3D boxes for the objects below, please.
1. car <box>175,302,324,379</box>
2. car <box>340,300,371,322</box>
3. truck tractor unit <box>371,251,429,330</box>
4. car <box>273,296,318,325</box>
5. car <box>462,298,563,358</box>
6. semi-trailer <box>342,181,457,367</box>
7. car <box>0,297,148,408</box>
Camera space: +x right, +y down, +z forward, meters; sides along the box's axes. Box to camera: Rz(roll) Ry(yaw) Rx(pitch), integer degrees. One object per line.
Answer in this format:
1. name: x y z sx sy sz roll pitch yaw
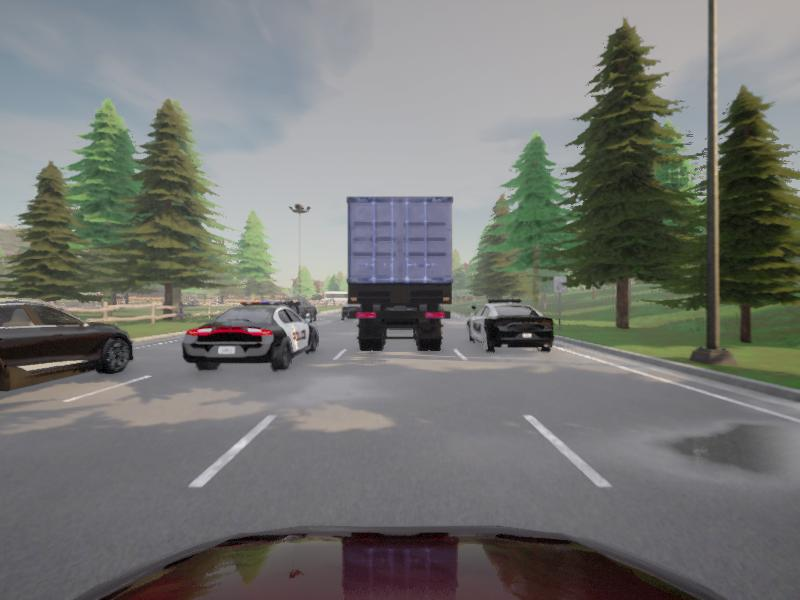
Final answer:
1. car: -3.499 0.828 10.531 2.038 1.542 4.974 0 0 0
2. car: -3.500 0.784 32.266 1.930 1.638 5.238 0 0 0
3. truck tractor unit: 0.019 -0.514 24.523 3.053 4.208 6.516 1 0 0
4. car: -6.999 0.663 27.294 1.932 1.855 4.605 0 0 0
5. car: 3.500 0.777 13.604 1.930 1.638 5.238 0 0 0
6. semi-trailer: 0.004 -0.613 16.604 2.717 4.402 14.254 0 0 0
7. car: -6.999 0.782 7.061 2.033 1.649 4.856 0 0 0
